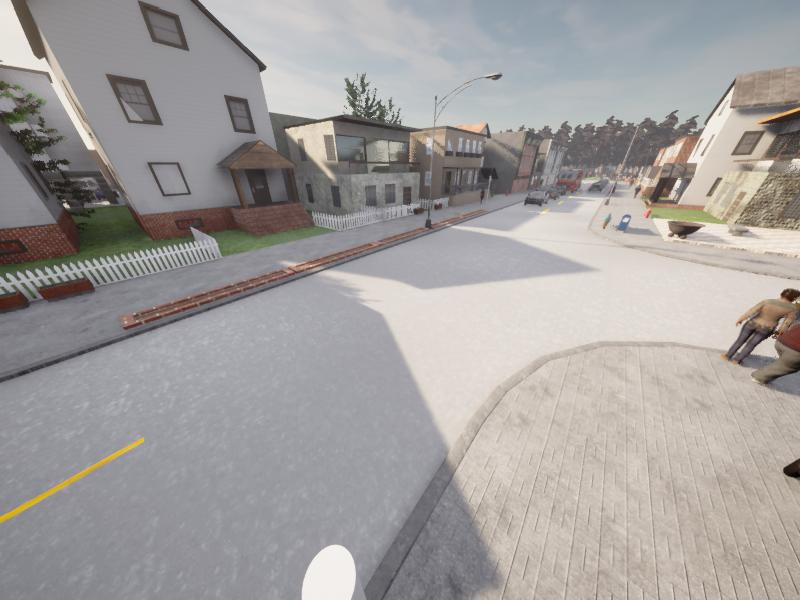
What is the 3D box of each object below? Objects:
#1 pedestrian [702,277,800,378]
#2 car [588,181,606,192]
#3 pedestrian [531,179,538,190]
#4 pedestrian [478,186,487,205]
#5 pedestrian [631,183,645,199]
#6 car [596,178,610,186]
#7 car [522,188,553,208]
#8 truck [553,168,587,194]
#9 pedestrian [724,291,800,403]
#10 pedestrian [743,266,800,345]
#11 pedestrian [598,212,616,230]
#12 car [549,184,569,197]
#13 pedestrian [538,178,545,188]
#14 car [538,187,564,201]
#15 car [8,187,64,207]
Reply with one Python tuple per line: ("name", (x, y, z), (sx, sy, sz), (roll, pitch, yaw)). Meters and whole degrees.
("pedestrian", (7.651, 0.587, 4.873), (0.751, 1.860, 0.751), (-16, 34, -26))
("car", (37.469, -21.604, 43.890), (2.038, 1.542, 4.974), (23, 37, 34))
("pedestrian", (25.501, -21.907, 43.834), (0.751, 1.860, 0.751), (17, 34, 27))
("pedestrian", (9.687, -12.287, 27.171), (0.751, 1.860, 0.751), (9, 31, 15))
("pedestrian", (33.316, -15.304, 32.396), (0.751, 1.860, 0.751), (23, 37, 35))
("car", (50.148, -29.089, 56.996), (2.033, 1.411, 5.357), (23, 37, 34))
("car", (16.653, -12.450, 27.928), (1.930, 1.638, 5.238), (22, 37, 33))
("truck", (30.933, -21.820, 41.975), (2.891, 3.827, 8.468), (23, 37, 34))
("pedestrian", (7.489, 0.898, 4.335), (0.751, 1.860, 0.751), (17, 34, 27))
("pedestrian", (10.213, 0.160, 5.821), (0.751, 1.860, 0.751), (2, 30, 4))
("pedestrian", (14.518, -5.522, 16.196), (0.500, 1.100, 0.500), (-23, 37, -34))
("car", (25.445, -17.570, 36.884), (1.789, 1.549, 3.705), (23, 37, 34))
("pedestrian", (29.170, -24.113, 47.654), (0.751, 1.860, 0.751), (20, 36, 31))
("car", (21.579, -15.203, 32.970), (1.994, 1.385, 4.181), (23, 37, 34))
("car", (-43.673, -12.532, 27.911), (2.242, 1.667, 4.611), (-23, 37, -34))
